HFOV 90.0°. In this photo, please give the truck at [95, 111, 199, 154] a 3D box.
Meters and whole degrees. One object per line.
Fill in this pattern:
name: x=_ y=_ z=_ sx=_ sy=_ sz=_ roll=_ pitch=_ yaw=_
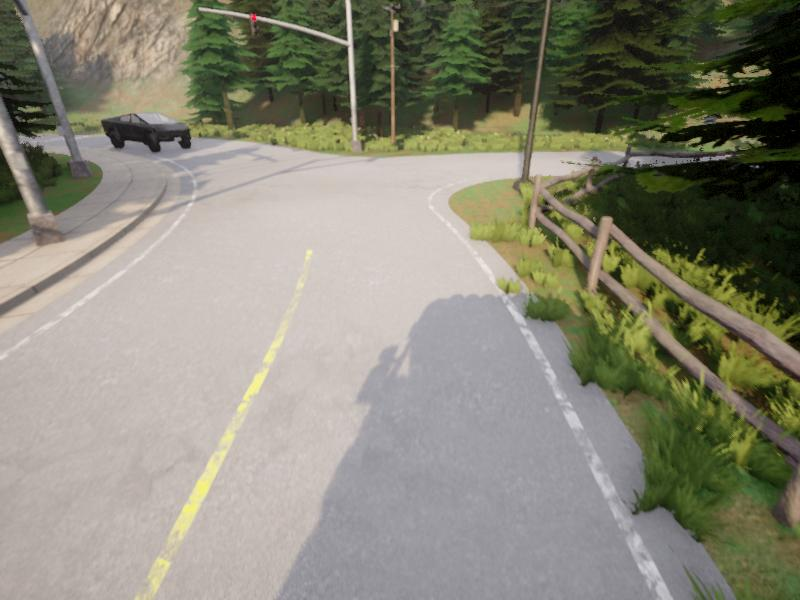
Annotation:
truck: x=-15.803 y=-10.556 z=24.983 sx=6.274 sy=2.098 sz=2.390 roll=15 pitch=31 yaw=28
